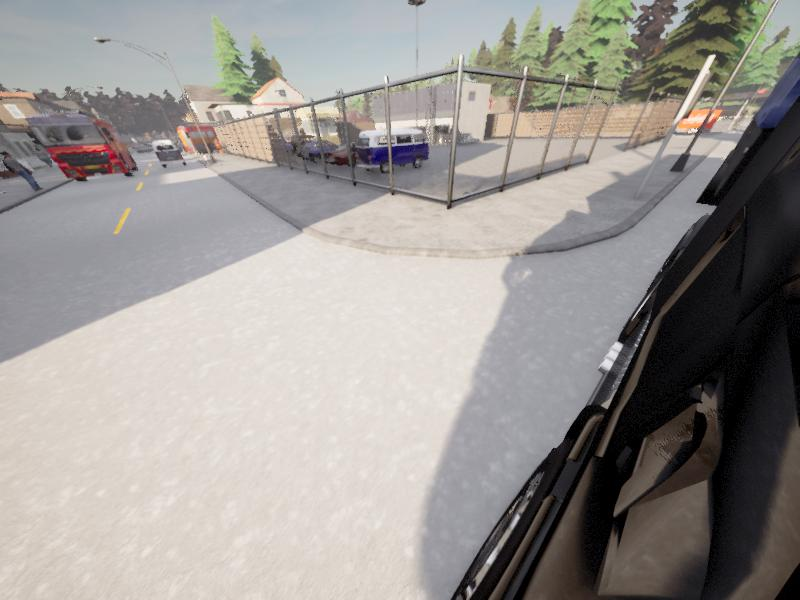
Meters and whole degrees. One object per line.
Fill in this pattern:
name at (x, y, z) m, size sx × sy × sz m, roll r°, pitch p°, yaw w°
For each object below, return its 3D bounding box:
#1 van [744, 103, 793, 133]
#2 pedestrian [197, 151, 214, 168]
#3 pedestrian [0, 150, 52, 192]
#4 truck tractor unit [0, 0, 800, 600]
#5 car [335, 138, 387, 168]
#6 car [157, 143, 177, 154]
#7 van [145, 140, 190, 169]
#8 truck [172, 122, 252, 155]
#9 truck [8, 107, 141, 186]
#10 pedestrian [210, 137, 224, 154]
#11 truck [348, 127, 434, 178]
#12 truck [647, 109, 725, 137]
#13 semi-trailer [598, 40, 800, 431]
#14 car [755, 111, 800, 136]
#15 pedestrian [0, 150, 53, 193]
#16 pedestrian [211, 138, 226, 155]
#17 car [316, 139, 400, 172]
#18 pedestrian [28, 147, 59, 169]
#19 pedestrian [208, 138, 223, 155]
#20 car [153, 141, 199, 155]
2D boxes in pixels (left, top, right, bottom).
van at (44.095, -21.816, 27.748) m, size 5.915 × 2.561 × 1.988 m, roll -29°, pitch 44°, yaw -29°
pedestrian at (-15.842, -11.460, 18.825) m, size 0.500 × 1.100 × 0.500 m, roll 6°, pitch 38°, yaw 12°
pedestrian at (-20.629, -7.016, 12.578) m, size 0.751 × 1.860 × 0.751 m, roll -12°, pitch 38°, yaw -12°
truck tractor unit at (2.645, -0.295, 0.351) m, size 6.516 × 4.208 × 3.053 m, roll -28°, pitch 44°, yaw -30°
car at (-2.792, -10.527, 16.455) m, size 1.789 × 1.547 × 3.705 m, roll -28°, pitch 44°, yaw -30°
car at (-46.883, -30.615, 46.525) m, size 2.242 × 1.667 × 4.611 m, roll -28°, pitch 44°, yaw -30°
van at (-21.795, -13.781, 21.736) m, size 2.069 × 2.038 × 4.480 m, roll -28°, pitch 44°, yaw -30°
truck at (-28.574, -25.185, 35.888) m, size 2.891 × 3.827 × 8.468 m, roll 18°, pitch 41°, yaw 25°
truck at (-22.526, -11.227, 16.894) m, size 2.891 × 3.827 × 8.468 m, roll -28°, pitch 44°, yaw -30°
pedestrian at (-25.794, -21.795, 32.618) m, size 0.751 × 1.860 × 0.751 m, roll 28°, pitch 47°, yaw 35°
truck at (-0.360, -8.745, 13.521) m, size 4.478 × 2.038 × 2.069 m, roll -28°, pitch 44°, yaw -30°
truck at (34.325, -21.383, 27.916) m, size 2.627 × 2.467 × 5.204 m, roll -29°, pitch 46°, yaw -31°
semi-trailer at (8.691, -3.617, 4.224) m, size 14.254 × 4.402 × 2.717 m, roll -28°, pitch 44°, yaw -30°
car at (38.691, -16.959, 22.173) m, size 4.605 × 1.855 × 1.932 m, roll 6°, pitch 38°, yaw 9°
pedestrian at (-20.120, -6.812, 12.273) m, size 0.751 × 1.860 × 0.751 m, roll -4°, pitch 37°, yaw -2°
pedestrian at (-23.538, -19.913, 29.962) m, size 0.751 × 1.860 × 0.751 m, roll -30°, pitch 44°, yaw -31°
car at (-2.765, -10.304, 16.276) m, size 5.357 × 1.415 × 2.033 m, roll -28°, pitch 44°, yaw -30°
pedestrian at (-35.889, -14.310, 23.293) m, size 0.751 × 1.860 × 0.751 m, roll -26°, pitch 43°, yaw -28°
pedestrian at (-24.403, -20.352, 30.604) m, size 0.751 × 1.860 × 0.751 m, roll 26°, pitch 45°, yaw 32°
car at (-36.707, -25.020, 38.038) m, size 5.027 × 1.651 × 2.152 m, roll -2°, pitch 37°, yaw 1°
